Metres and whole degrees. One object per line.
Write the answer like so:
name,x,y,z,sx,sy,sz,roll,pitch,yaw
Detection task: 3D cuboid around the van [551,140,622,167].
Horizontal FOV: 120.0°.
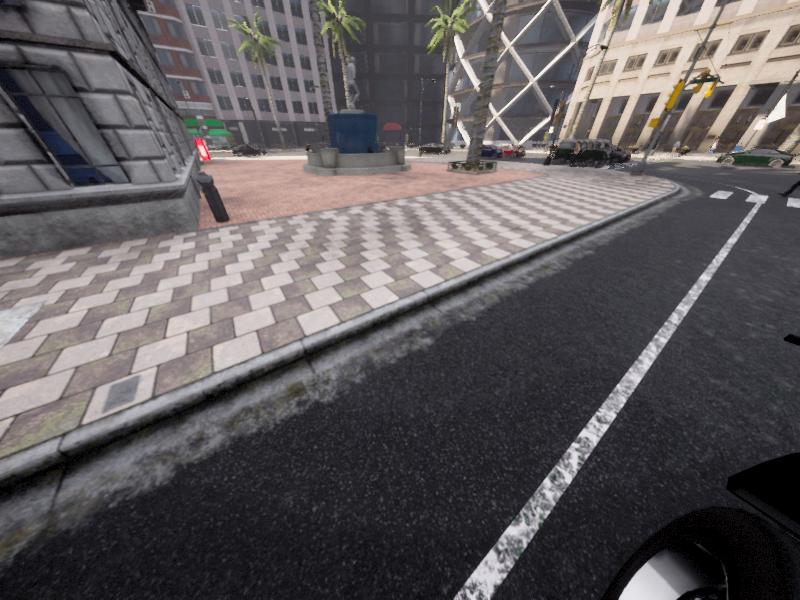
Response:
van,17.364,-13.923,21.824,1.775,1.987,4.442,-22,41,-28

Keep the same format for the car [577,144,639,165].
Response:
car,20.674,-14.659,23.176,1.851,1.617,3.988,-23,41,-28

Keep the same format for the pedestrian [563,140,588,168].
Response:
pedestrian,13.851,-11.541,18.273,0.751,1.860,0.751,6,36,8

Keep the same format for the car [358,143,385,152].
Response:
car,-5.461,-29.223,44.306,4.718,1.301,1.895,4,35,6

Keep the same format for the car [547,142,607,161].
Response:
car,21.082,-17.957,27.824,1.930,1.638,5.238,-22,41,-29

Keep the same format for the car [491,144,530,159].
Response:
car,14.225,-19.299,29.922,1.970,1.475,3.806,-28,44,-34

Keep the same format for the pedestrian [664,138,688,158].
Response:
pedestrian,32.038,-17.692,26.872,0.751,1.860,0.751,4,35,6

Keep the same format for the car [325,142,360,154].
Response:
car,-9.503,-25.503,38.754,5.238,1.638,1.930,0,35,0

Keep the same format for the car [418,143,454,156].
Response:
car,5.479,-23.303,35.639,4.902,1.511,2.128,16,38,21

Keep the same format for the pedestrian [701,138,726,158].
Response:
pedestrian,35.149,-17.052,25.941,0.751,1.860,0.751,18,39,24

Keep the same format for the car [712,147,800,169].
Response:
car,31.574,-12.730,20.567,1.994,1.385,4.181,-22,41,-28

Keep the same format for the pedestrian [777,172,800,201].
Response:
pedestrian,16.902,-5.114,9.394,0.751,1.860,0.751,-20,40,-25

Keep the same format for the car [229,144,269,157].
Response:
car,-22.489,-22.397,34.611,4.674,1.442,1.812,-11,36,-15

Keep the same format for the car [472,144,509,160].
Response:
car,11.094,-18.359,28.565,1.845,1.501,3.633,-30,45,-35
